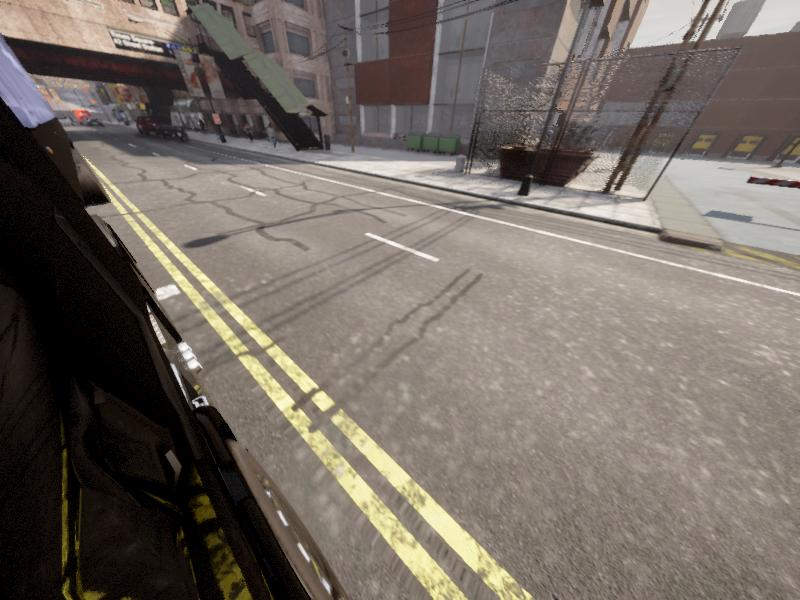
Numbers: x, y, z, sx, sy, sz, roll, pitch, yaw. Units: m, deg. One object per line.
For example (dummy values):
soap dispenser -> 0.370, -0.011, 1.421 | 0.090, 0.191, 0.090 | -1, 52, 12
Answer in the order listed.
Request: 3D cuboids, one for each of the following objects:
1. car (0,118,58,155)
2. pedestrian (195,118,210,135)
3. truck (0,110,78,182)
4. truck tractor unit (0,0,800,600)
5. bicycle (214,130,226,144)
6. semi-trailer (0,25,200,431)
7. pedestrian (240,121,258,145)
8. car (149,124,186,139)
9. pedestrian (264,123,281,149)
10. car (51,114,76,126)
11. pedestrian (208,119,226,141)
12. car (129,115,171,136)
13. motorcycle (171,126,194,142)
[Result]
car -> -24.402, -10.627, 14.900 | 5.238, 1.638, 1.930 | 28, 43, 29
pedestrian -> -28.730, -25.203, 33.589 | 0.751, 1.860, 0.751 | 22, 41, 24
truck -> -16.736, -6.799, 9.902 | 6.274, 2.098, 2.390 | 28, 44, 30
truck tractor unit -> -2.645, -0.295, 0.351 | 6.516, 4.208, 3.053 | 28, 44, 30
bicycle -> -18.429, -16.714, 23.640 | 1.643, 1.024, 0.373 | 27, 33, 29
semi-trailer -> -8.614, -3.664, 4.304 | 14.254, 4.402, 2.717 | 29, 44, 31
pedestrian -> -14.932, -16.488, 22.845 | 0.751, 1.860, 0.751 | 31, 45, 32
car -> -28.328, -20.486, 28.079 | 4.718, 1.301, 1.895 | 27, 43, 29
pedestrian -> -11.113, -14.274, 20.135 | 0.751, 1.860, 0.751 | -19, 42, -27
car -> -62.204, -33.214, 42.701 | 3.988, 1.617, 1.851 | 28, 43, 29
pedestrian -> -20.165, -18.722, 25.490 | 0.751, 1.860, 0.751 | 27, 43, 29
car -> -34.051, -23.752, 31.459 | 5.566, 2.045, 2.435 | 27, 43, 29
motorcycle -> -23.301, -17.811, 24.816 | 0.764, 1.277, 2.356 | -11, 39, -18
